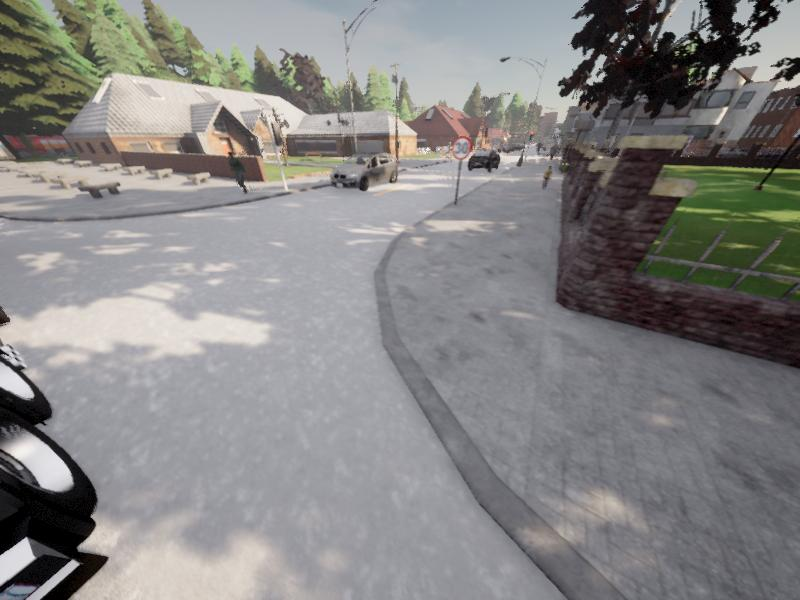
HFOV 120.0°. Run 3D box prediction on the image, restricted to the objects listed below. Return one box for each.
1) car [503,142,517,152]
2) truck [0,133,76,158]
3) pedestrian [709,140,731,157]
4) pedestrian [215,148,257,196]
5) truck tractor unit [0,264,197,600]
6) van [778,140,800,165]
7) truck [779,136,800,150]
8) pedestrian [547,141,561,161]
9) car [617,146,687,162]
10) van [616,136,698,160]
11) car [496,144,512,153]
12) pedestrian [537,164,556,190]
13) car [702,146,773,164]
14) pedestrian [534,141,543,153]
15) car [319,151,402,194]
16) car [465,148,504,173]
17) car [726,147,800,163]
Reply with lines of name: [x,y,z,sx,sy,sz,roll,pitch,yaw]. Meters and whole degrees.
car: [23.880,-33.258,50.175,1.851,1.617,3.988,18,39,25]
truck: [-73.343,-31.138,46.429,2.891,3.827,8.468,18,39,24]
pedestrian: [41.941,-19.828,30.270,0.751,1.860,0.751,19,39,25]
pedestrian: [-7.485,-5.892,10.669,0.751,1.860,0.751,0,35,1]
truck tractor unit: [-5.110,-0.302,0.781,6.516,4.208,3.053,18,39,24]
van: [41.115,-14.082,22.135,4.442,1.987,1.775,17,38,23]
truck: [84.535,-32.962,48.457,2.627,2.467,5.204,18,39,24]
pedestrian: [18.120,-17.558,27.222,0.751,1.860,0.751,22,41,29]
car: [30.109,-17.640,27.864,5.357,1.411,2.033,19,39,26]
van: [32.790,-19.749,29.967,6.366,2.431,2.351,18,39,24]
car: [20.399,-29.658,45.243,1.994,1.385,4.181,18,39,24]
pedestrian: [7.509,-6.322,11.835,0.500,1.100,0.500,18,39,24]
car: [35.955,-15.628,24.802,3.633,1.501,1.845,17,38,23]
pedestrian: [25.071,-27.667,41.708,0.751,1.860,0.751,25,42,31]
car: [-2.009,-7.553,13.412,2.242,1.667,4.611,18,39,25]
car: [7.548,-12.466,20.504,1.882,1.535,5.008,18,39,25]
car: [41.195,-16.422,26.102,4.718,1.301,1.895,20,40,26]
